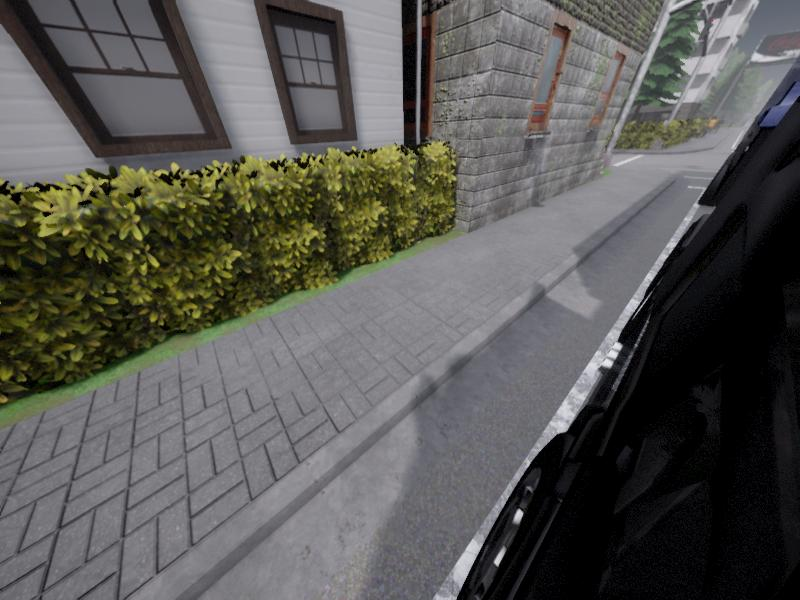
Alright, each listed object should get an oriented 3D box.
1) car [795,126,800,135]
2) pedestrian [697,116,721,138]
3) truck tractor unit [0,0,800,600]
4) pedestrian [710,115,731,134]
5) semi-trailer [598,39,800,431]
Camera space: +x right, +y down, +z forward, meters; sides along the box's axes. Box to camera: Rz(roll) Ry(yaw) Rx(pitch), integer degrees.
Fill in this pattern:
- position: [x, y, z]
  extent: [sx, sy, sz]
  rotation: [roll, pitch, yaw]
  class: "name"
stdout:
- position: [47.564, -19.991, 26.052]
  extent: [5.566, 2.045, 2.150]
  rotation: [-27, 43, -30]
  class: "car"
- position: [33.287, -18.619, 24.879]
  extent: [0.751, 1.860, 0.751]
  rotation: [29, 47, 35]
  class: "pedestrian"
- position: [2.645, -0.295, 0.351]
  extent: [6.516, 4.208, 3.053]
  rotation: [-28, 44, -30]
  class: "truck tractor unit"
- position: [40.655, -22.248, 29.335]
  extent: [0.751, 1.860, 0.751]
  rotation: [-31, 45, -33]
  class: "pedestrian"
- position: [8.715, -3.579, 4.234]
  extent: [14.254, 4.402, 2.717]
  rotation: [-28, 44, -30]
  class: "semi-trailer"
